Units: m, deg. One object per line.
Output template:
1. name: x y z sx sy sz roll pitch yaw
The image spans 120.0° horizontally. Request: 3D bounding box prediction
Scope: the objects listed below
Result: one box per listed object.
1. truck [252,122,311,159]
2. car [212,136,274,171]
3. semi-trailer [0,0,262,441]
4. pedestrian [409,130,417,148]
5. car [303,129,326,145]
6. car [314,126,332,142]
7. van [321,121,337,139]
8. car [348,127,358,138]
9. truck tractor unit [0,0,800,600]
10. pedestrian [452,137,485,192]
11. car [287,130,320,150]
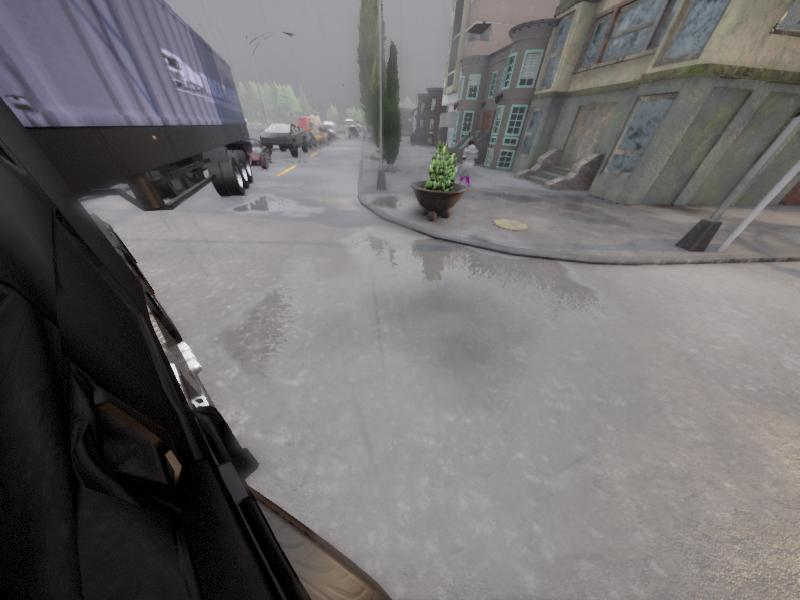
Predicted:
1. truck: -9.405 -13.305 19.096 2.390 2.098 6.274 -2 37 -7
2. car: -8.899 -8.628 13.502 1.994 1.385 4.181 -9 38 -16
3. semi-trailer: -6.240 -4.580 5.682 2.717 4.402 14.254 -11 39 -18
4. pedestrian: 1.669 -21.380 30.655 0.751 1.860 0.751 -5 37 -10
5. car: -11.168 -21.625 30.550 1.801 1.575 5.366 -2 37 -7
6. car: -12.132 -26.459 36.708 1.932 1.855 4.605 -2 37 -7
7. van: -13.168 -31.798 43.236 1.988 2.561 5.915 -2 37 -7
8. car: -10.422 -37.598 51.726 1.905 1.878 3.866 -2 37 -7
9. truck tractor unit: -2.645 -0.295 0.351 6.516 4.208 3.053 28 44 30
10. pedestrian: 2.798 -5.618 9.628 0.751 1.860 0.751 -3 37 -7
11. car: -10.311 -17.417 25.032 2.128 1.511 4.902 -2 37 -7
